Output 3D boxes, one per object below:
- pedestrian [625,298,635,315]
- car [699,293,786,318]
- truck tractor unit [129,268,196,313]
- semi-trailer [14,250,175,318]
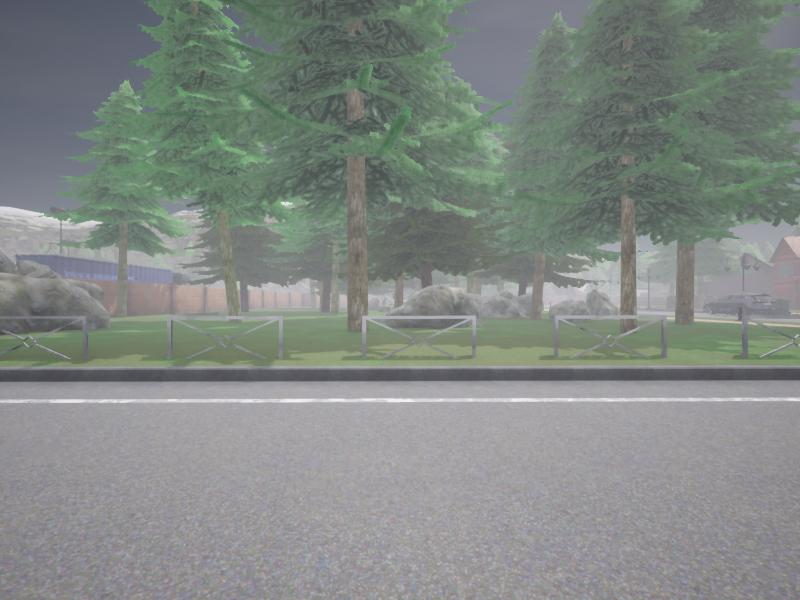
[{"bbox_3d":[15.609,0.432,27.140,0.500,1.100,0.500,0,0,11],"label":"pedestrian"},{"bbox_3d":[23.976,0.340,28.335,2.033,1.649,4.856,0,0,0],"label":"car"},{"bbox_3d":[-23.886,-0.922,40.722,3.053,4.208,6.516,0,0,-1],"label":"truck tractor unit"},{"bbox_3d":[-23.642,-1.020,32.813,2.717,4.402,14.254,0,0,-2],"label":"semi-trailer"}]
